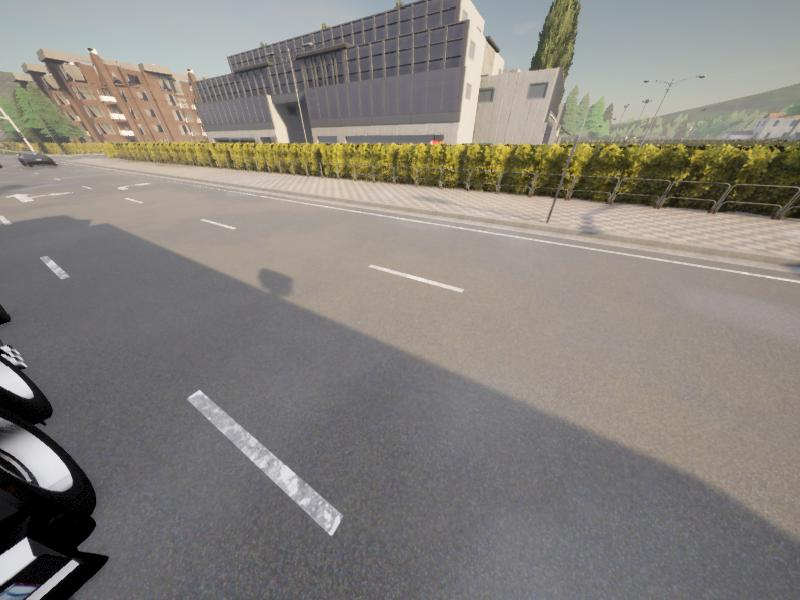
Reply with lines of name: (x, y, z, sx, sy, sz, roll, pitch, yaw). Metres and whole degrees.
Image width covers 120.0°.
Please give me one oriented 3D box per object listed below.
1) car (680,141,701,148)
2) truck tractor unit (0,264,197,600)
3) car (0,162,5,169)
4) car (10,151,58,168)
car: (80.042, -42.948, 63.625, 2.038, 1.542, 4.974, 19, 39, 25)
truck tractor unit: (-5.111, -0.301, 0.781, 6.516, 4.208, 3.053, 18, 39, 24)
car: (-43.295, -14.400, 23.547, 4.611, 1.667, 2.242, 19, 39, 25)
car: (-40.605, -15.700, 25.655, 4.181, 1.385, 1.994, 18, 39, 24)
